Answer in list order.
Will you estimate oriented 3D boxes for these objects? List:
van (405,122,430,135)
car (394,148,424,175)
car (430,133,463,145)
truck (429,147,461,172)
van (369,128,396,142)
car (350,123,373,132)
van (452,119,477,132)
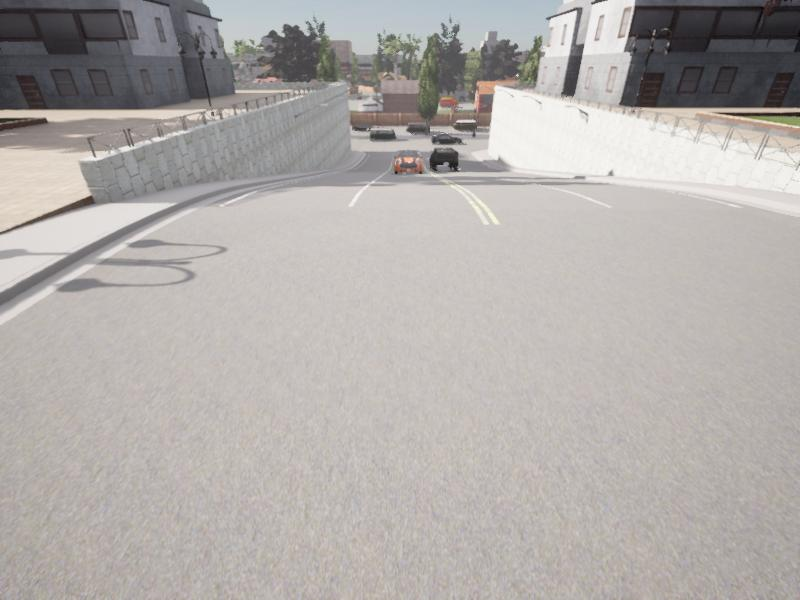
[{"bbox_3d":[3.199,-31.958,74.498,4.442,1.987,1.775,0,30,0],"label":"van"},{"bbox_3d":[0.630,-10.382,29.970,2.097,1.767,4.553,0,19,0],"label":"car"},{"bbox_3d":[7.500,-25.948,64.651,5.008,1.535,1.882,0,30,0],"label":"car"},{"bbox_3d":[4.228,-13.753,38.962,2.390,2.098,6.274,0,21,1],"label":"truck"},{"bbox_3d":[-2.843,-27.938,67.638,4.442,1.987,1.775,0,30,0],"label":"van"},{"bbox_3d":[-7.480,-33.500,77.750,4.181,1.385,1.994,0,30,0],"label":"car"},{"bbox_3d":[12.489,-33.724,77.434,4.480,2.038,2.069,0,30,0],"label":"van"}]
